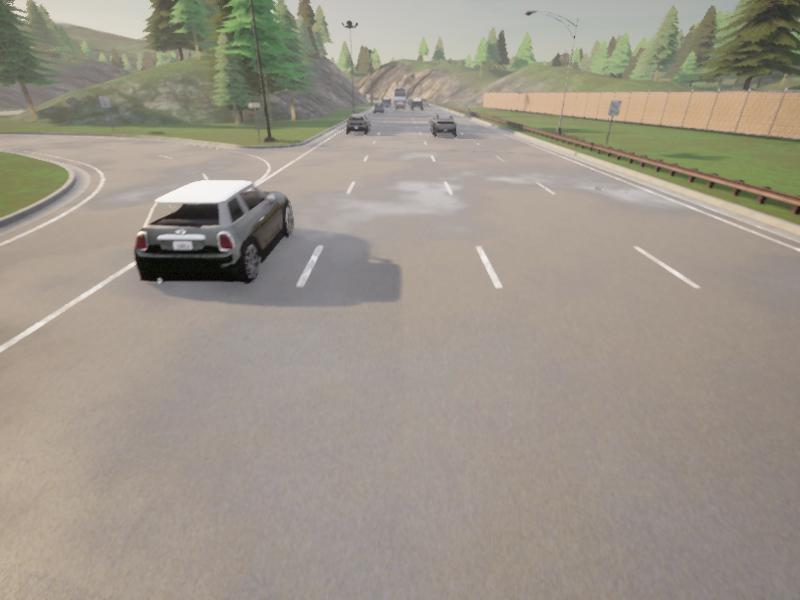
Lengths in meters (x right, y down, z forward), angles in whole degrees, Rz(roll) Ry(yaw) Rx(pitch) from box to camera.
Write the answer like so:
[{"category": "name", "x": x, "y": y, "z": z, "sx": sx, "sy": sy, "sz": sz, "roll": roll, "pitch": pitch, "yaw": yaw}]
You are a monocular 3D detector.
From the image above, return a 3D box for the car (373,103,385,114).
[{"category": "car", "x": -3.542, "y": -32.722, "z": 68.203, "sx": 1.851, "sy": 1.617, "sz": 3.988, "roll": 0, "pitch": 27, "yaw": 0}]

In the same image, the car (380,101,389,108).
[{"category": "car", "x": -3.482, "y": -44.223, "z": 90.508, "sx": 1.816, "sy": 1.474, "sz": 4.193, "roll": 0, "pitch": 27, "yaw": 0}]

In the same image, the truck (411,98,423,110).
[{"category": "truck", "x": 3.501, "y": -40.875, "z": 83.410, "sx": 2.390, "sy": 2.098, "sz": 6.274, "roll": 0, "pitch": 27, "yaw": 0}]

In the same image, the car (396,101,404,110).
[{"category": "car", "x": 0.009, "y": -41.248, "z": 84.820, "sx": 1.812, "sy": 1.442, "sz": 4.674, "roll": 0, "pitch": 27, "yaw": 0}]

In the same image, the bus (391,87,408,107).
[{"category": "bus", "x": -0.177, "y": -51.853, "z": 102.276, "sx": 3.944, "sy": 4.253, "sz": 10.273, "roll": 0, "pitch": 27, "yaw": 0}]

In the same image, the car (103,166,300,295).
[{"category": "car", "x": -3.512, "y": -1.624, "z": 8.083, "sx": 1.970, "sy": 1.475, "sz": 3.806, "roll": 0, "pitch": 27, "yaw": 0}]

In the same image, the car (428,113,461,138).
[{"category": "car", "x": 3.474, "y": -14.184, "z": 32.404, "sx": 2.128, "sy": 1.511, "sz": 4.902, "roll": 0, "pitch": 27, "yaw": 0}]

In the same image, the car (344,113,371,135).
[{"category": "car", "x": -3.530, "y": -15.033, "z": 34.033, "sx": 1.816, "sy": 1.474, "sz": 4.193, "roll": 0, "pitch": 27, "yaw": 0}]
